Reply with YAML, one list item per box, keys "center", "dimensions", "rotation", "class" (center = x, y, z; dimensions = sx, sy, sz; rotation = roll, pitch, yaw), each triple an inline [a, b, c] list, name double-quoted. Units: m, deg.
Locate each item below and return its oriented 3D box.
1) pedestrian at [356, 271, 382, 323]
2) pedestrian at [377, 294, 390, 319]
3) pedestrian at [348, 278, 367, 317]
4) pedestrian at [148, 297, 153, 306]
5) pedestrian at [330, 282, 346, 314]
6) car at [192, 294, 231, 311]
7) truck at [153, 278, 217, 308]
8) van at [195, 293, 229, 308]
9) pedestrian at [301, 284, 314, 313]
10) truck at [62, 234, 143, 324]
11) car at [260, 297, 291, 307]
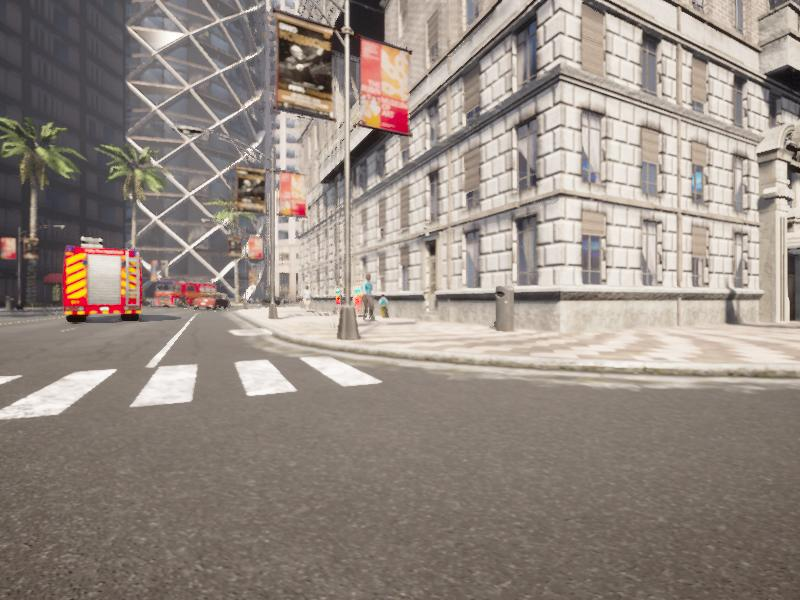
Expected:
- center: [-1.167, -0.107, 15.035]
  dimensions: [0.751, 1.860, 0.751]
  rotation: [0, 0, -29]
  class: "pedestrian"
- center: [-0.753, 0.274, 18.062]
  dimensions: [0.500, 1.100, 0.500]
  rotation: [0, 0, -18]
  class: "pedestrian"
- center: [-2.069, -0.104, 19.429]
  dimensions: [0.751, 1.860, 0.751]
  rotation: [0, 0, -24]
  class: "pedestrian"
- center: [-37.349, 0.231, 59.880]
  dimensions: [0.751, 1.300, 0.751]
  rotation: [0, 0, -32]
  class: "pedestrian"
- center: [-3.664, -0.101, 23.681]
  dimensions: [0.751, 1.860, 0.751]
  rotation: [0, 0, -24]
  class: "pedestrian"
- center: [-19.519, 0.219, 41.627]
  dimensions: [2.152, 1.651, 5.027]
  rotation: [0, 0, -6]
  class: "car"
- center: [-29.136, -0.866, 54.794]
  dimensions: [2.891, 3.827, 8.468]
  rotation: [0, 0, 12]
  class: "truck"
- center: [-25.514, 0.050, 54.459]
  dimensions: [1.775, 1.987, 4.442]
  rotation: [0, 0, 13]
  class: "van"
- center: [-6.207, -0.096, 26.855]
  dimensions: [0.751, 1.860, 0.751]
  rotation: [0, 0, -24]
  class: "pedestrian"
- center: [-15.750, -0.894, 21.296]
  dimensions: [2.891, 3.827, 8.468]
  rotation: [0, 0, -37]
  class: "truck"
- center: [-19.216, 0.292, 61.939]
  dimensions: [1.837, 1.490, 4.892]
  rotation: [0, 0, 25]
  class: "car"
